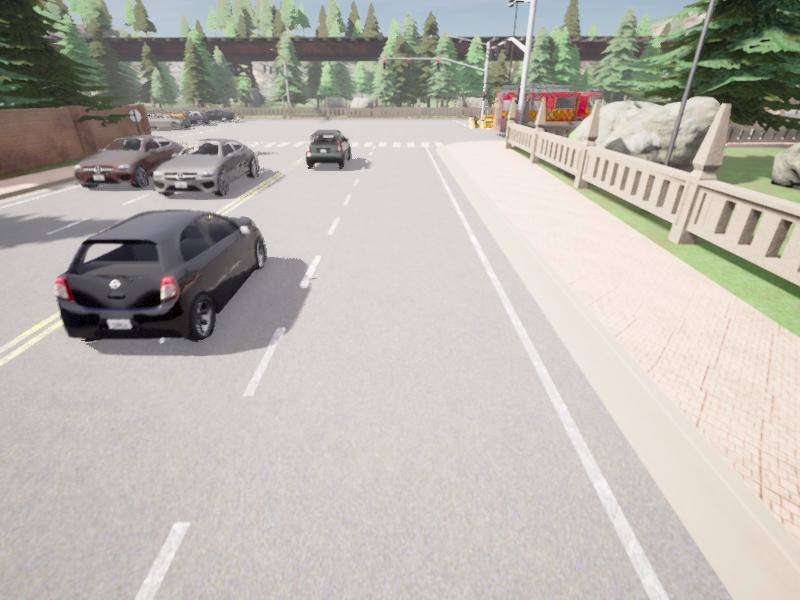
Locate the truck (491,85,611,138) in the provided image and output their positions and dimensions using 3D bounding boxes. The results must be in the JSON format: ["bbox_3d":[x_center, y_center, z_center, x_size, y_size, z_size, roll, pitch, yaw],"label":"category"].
[{"bbox_3d":[12.305,-15.774,33.486,8.468,3.827,2.891,0,27,0],"label":"truck"}]

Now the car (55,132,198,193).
[{"bbox_3d":[-10.486,-5.654,16.034,2.152,1.651,5.027,0,27,0],"label":"car"}]

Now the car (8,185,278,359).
[{"bbox_3d":[-3.487,-0.730,6.462,1.845,1.501,3.633,0,27,0],"label":"car"}]

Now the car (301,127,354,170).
[{"bbox_3d":[-3.484,-7.600,19.871,1.851,1.617,3.988,0,27,0],"label":"car"}]

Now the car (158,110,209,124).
[{"bbox_3d":[-26.824,-22.774,49.771,4.974,1.542,2.038,0,27,0],"label":"car"}]

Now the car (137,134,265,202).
[{"bbox_3d":[-6.985,-5.058,14.862,2.152,1.651,5.027,0,27,0],"label":"car"}]

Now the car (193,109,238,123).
[{"bbox_3d":[-24.367,-24.338,52.892,4.892,1.490,1.837,0,27,0],"label":"car"}]

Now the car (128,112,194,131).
[{"bbox_3d":[-24.006,-18.046,40.384,5.027,1.651,2.152,0,27,0],"label":"car"}]

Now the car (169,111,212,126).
[{"bbox_3d":[-24.384,-21.150,46.646,3.806,1.475,1.970,0,27,0],"label":"car"}]
